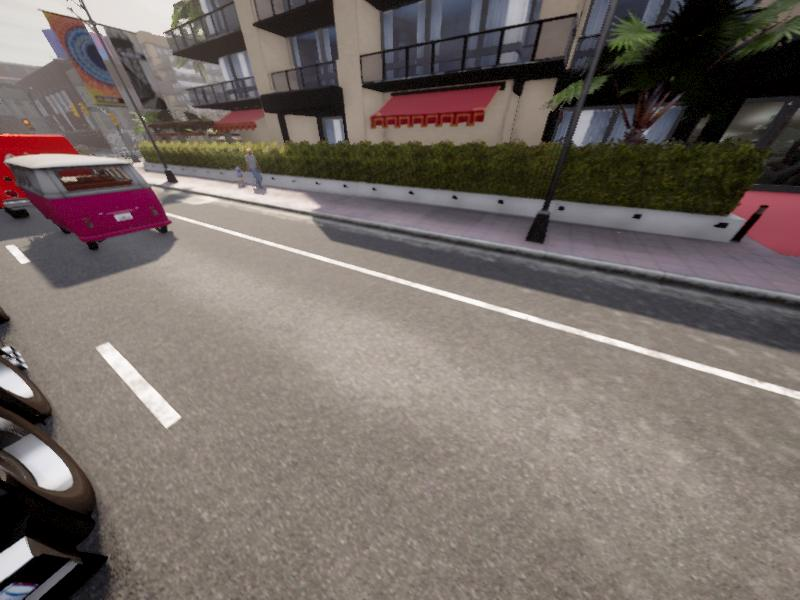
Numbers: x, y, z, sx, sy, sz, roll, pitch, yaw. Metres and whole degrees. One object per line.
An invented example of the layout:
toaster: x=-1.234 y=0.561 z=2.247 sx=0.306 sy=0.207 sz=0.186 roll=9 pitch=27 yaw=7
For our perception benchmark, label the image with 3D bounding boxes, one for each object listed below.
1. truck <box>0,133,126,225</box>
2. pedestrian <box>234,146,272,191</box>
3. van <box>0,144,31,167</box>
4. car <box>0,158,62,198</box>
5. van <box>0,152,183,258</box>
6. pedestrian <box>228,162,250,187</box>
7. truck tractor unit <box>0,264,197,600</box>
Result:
truck: x=-14.155 y=-4.857 z=8.895 sx=5.204 sy=2.467 sz=2.627 roll=18 pitch=39 yaw=24
pedestrian: x=-7.269 y=-6.544 z=11.494 sx=0.751 sy=1.860 sz=0.751 roll=13 pitch=37 yaw=19
van: x=-43.551 y=-15.170 z=24.263 sx=2.069 sy=2.038 sz=4.480 roll=18 pitch=39 yaw=25
car: x=-20.513 y=-6.526 z=12.204 sx=3.806 sy=1.475 sz=1.970 roll=18 pitch=39 yaw=24
van: x=-8.691 y=-2.872 z=6.437 sx=4.442 sy=1.987 sz=1.775 roll=18 pitch=39 yaw=24
pedestrian: x=-8.774 y=-6.848 z=12.605 sx=0.500 sy=1.100 sz=0.500 roll=18 pitch=39 yaw=24
truck tractor unit: x=-5.120 y=-0.289 z=0.790 sx=6.516 sy=4.208 sz=3.053 roll=18 pitch=39 yaw=24
